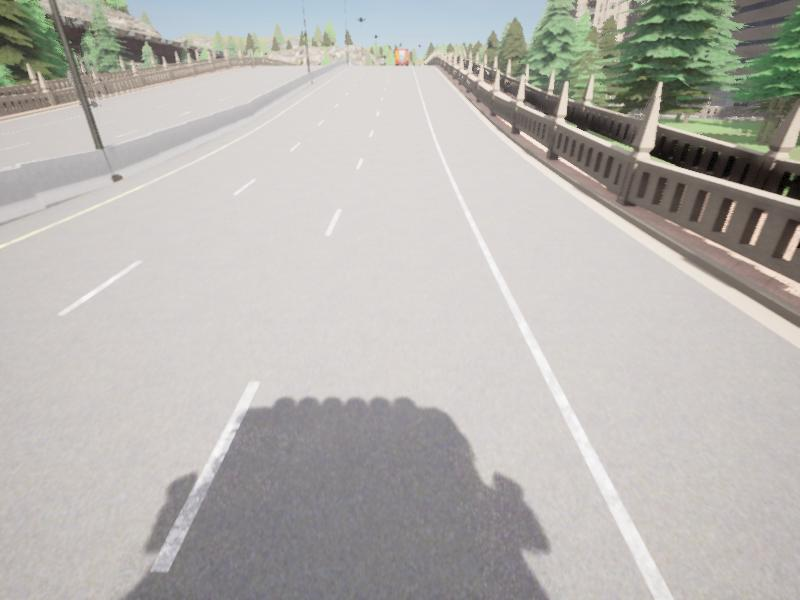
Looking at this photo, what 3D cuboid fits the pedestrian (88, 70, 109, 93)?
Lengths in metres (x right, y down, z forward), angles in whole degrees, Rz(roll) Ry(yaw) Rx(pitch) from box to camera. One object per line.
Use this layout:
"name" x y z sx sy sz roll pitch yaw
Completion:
"pedestrian" -28.275 -20.496 37.523 0.751 1.860 0.751 0 27 0

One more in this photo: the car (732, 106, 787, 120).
"car" 46.793 -24.439 52.166 2.128 1.511 4.902 -24 35 -38

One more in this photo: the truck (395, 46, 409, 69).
"truck" 0.471 -52.955 87.494 2.891 3.827 8.468 0 28 0
